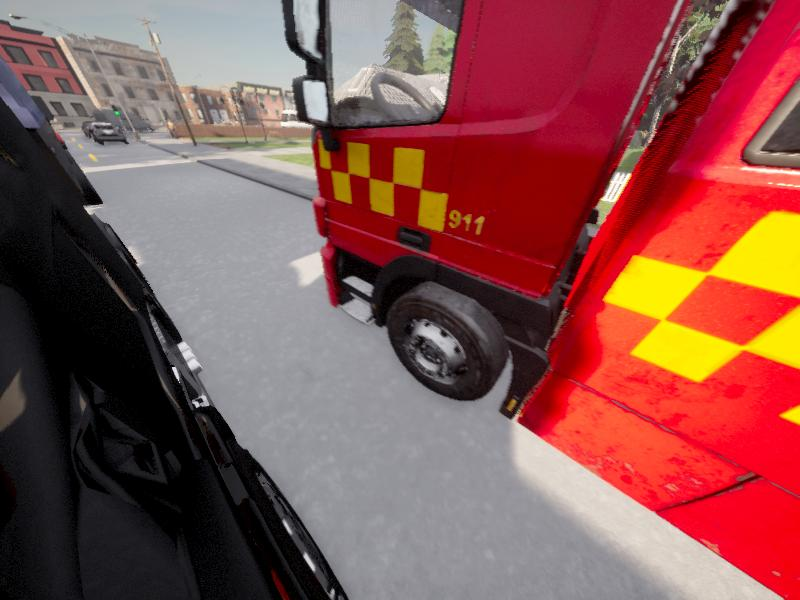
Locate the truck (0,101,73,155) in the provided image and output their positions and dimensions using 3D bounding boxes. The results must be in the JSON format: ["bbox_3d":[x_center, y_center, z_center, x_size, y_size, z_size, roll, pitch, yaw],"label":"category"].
[{"bbox_3d":[-24.014,-10.984,14.718,5.204,2.467,2.627,28,43,30],"label":"truck"}]

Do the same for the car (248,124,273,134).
[{"bbox_3d":[-28.708,-35.178,47.549,1.845,1.501,3.633,28,44,30],"label":"car"}]

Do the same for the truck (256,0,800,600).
[{"bbox_3d":[3.187,-0.144,0.868,8.468,3.827,2.891,28,44,30],"label":"truck"}]

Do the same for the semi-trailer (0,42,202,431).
[{"bbox_3d":[-8.700,-3.606,4.223,14.254,4.402,2.717,28,44,30],"label":"semi-trailer"}]

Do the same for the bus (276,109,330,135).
[{"bbox_3d":[-21.972,-40.704,53.103,3.944,4.253,10.273,28,44,30],"label":"bus"}]

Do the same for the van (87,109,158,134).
[{"bbox_3d":[-38.820,-25.196,32.702,1.988,2.561,5.915,3,37,7],"label":"van"}]

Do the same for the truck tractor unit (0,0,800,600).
[{"bbox_3d":[-2.645,-0.295,0.352,6.516,4.208,3.053,28,44,30],"label":"truck tractor unit"}]

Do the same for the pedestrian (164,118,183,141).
[{"bbox_3d":[-23.594,-17.730,24.060,0.751,1.860,0.751,-23,44,-30],"label":"pedestrian"}]

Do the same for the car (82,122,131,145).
[{"bbox_3d":[-26.207,-14.877,20.610,3.806,1.475,1.970,28,44,30],"label":"car"}]

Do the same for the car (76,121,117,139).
[{"bbox_3d":[-32.450,-18.173,24.699,4.181,1.385,1.994,28,44,30],"label":"car"}]
